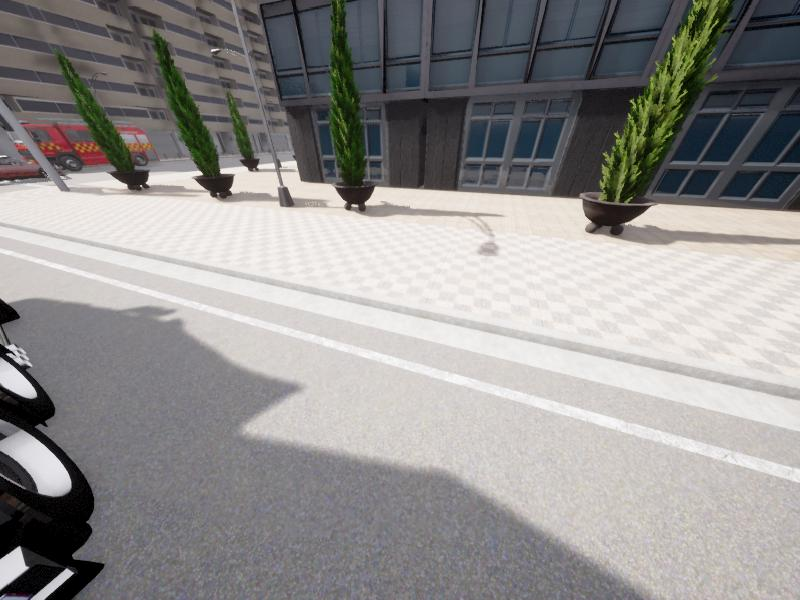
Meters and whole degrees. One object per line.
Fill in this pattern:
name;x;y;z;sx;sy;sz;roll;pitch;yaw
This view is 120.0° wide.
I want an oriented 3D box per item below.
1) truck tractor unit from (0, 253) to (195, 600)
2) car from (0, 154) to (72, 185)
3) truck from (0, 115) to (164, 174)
truck tractor unit;-5.092;-0.320;0.809;6.516;4.208;3.053;19;39;25
car;-25.178;-8.498;15.013;1.970;1.475;3.806;14;37;19
truck;-29.173;-14.665;21.853;2.891;3.827;8.468;11;36;16
